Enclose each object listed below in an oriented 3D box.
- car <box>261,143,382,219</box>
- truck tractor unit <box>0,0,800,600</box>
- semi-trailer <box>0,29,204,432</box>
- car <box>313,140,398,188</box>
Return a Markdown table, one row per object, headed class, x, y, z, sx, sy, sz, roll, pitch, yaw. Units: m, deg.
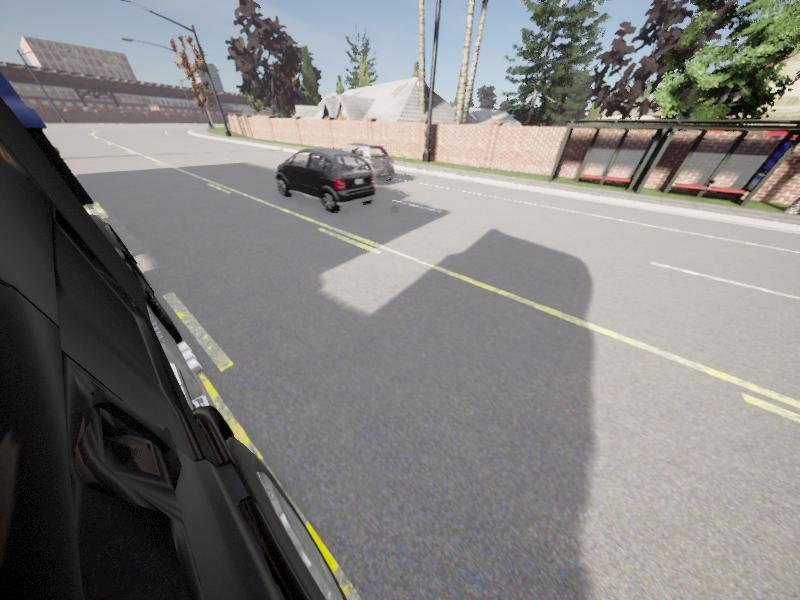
| class | x | y | z | sx | sy | sz | roll | pitch | yaw |
| --- | --- | --- | --- | --- | --- | --- | --- | --- | --- |
| car | -2.577 | -4.139 | 7.713 | 3.705 | 1.549 | 1.789 | 27 | 43 | 28 |
| truck tractor unit | -2.645 | -0.295 | 0.352 | 6.516 | 4.208 | 3.053 | 28 | 44 | 30 |
| semi-trailer | -8.813 | -3.532 | 4.099 | 14.254 | 4.402 | 2.717 | 27 | 43 | 28 |
| car | -2.101 | -6.561 | 10.976 | 3.633 | 1.501 | 1.845 | 27 | 43 | 28 |
